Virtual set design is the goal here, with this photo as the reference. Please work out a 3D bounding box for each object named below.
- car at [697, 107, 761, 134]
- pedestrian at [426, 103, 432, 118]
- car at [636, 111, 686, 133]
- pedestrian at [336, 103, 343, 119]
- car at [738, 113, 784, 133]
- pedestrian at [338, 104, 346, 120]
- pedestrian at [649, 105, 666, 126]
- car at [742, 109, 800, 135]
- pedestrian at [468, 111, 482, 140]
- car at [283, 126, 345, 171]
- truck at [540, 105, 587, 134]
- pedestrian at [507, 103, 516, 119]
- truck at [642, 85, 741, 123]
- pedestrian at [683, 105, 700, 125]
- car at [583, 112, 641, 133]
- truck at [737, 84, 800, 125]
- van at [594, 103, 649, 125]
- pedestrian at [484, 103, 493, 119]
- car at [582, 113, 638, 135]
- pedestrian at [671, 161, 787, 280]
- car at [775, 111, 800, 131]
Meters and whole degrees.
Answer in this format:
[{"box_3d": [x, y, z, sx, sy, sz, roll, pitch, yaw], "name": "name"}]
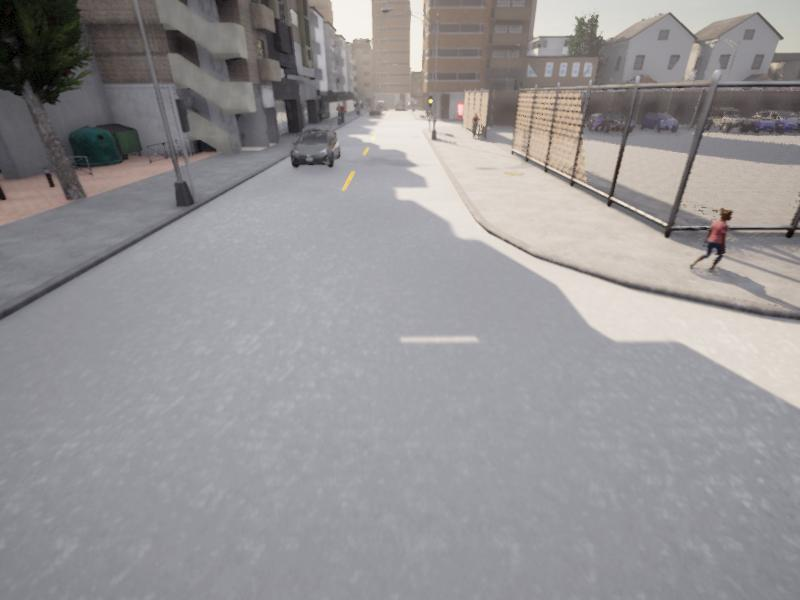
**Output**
[{"box_3d": [27.656, -15.231, 33.836, 1.905, 1.878, 3.866, 0, 27, 0], "name": "car"}, {"box_3d": [3.994, -25.808, 54.417, 0.751, 1.860, 0.751, 2, 27, 4], "name": "pedestrian"}, {"box_3d": [22.540, -15.491, 34.749, 1.845, 1.501, 3.633, 0, 27, 0], "name": "car"}, {"box_3d": [-7.902, -24.620, 52.208, 0.751, 1.860, 0.751, -1, 27, -1], "name": "pedestrian"}, {"box_3d": [29.818, -14.655, 33.159, 1.481, 1.379, 2.207, 0, 27, 0], "name": "car"}, {"box_3d": [-7.190, -23.448, 49.926, 0.751, 1.860, 0.751, 2, 27, 3], "name": "pedestrian"}, {"box_3d": [25.825, -18.521, 40.128, 0.751, 1.860, 0.751, -3, 27, -6], "name": "pedestrian"}, {"box_3d": [31.947, -15.032, 33.651, 2.242, 1.667, 4.611, 0, 27, 0], "name": "car"}, {"box_3d": [5.300, -12.363, 28.300, 0.751, 1.860, 0.751, 0, 27, 0], "name": "pedestrian"}, {"box_3d": [-4.026, -7.516, 19.587, 2.007, 1.525, 4.514, 0, 27, 0], "name": "car"}, {"box_3d": [13.899, -15.579, 34.430, 2.069, 2.038, 4.478, 0, 27, 0], "name": "truck"}, {"box_3d": [14.426, -24.452, 51.713, 0.751, 1.860, 0.751, -5, 28, -9], "name": "pedestrian"}, {"box_3d": [33.782, -22.896, 46.711, 8.468, 3.827, 2.891, 0, 27, 0], "name": "truck"}, {"box_3d": [29.866, -18.991, 41.013, 0.751, 1.860, 0.751, -15, 31, -27], "name": "pedestrian"}, {"box_3d": [18.087, -15.227, 34.244, 3.705, 1.547, 1.789, 0, 27, 0], "name": "car"}, {"box_3d": [42.383, -21.080, 43.121, 8.468, 3.827, 2.891, 0, 27, 0], "name": "truck"}, {"box_3d": [24.067, -20.249, 43.569, 4.480, 2.038, 2.069, 0, 27, 0], "name": "van"}, {"box_3d": [11.296, -24.080, 51.010, 0.751, 1.860, 0.751, -3, 27, -5], "name": "pedestrian"}, {"box_3d": [17.861, -15.236, 34.419, 2.033, 1.415, 5.357, 0, 27, 0], "name": "car"}, {"box_3d": [5.559, -1.357, 6.888, 0.751, 1.860, 0.751, -1, 27, -1], "name": "pedestrian"}, {"box_3d": [35.119, -15.316, 34.331, 1.816, 1.474, 4.193, 0, 27, 0], "name": "car"}]
